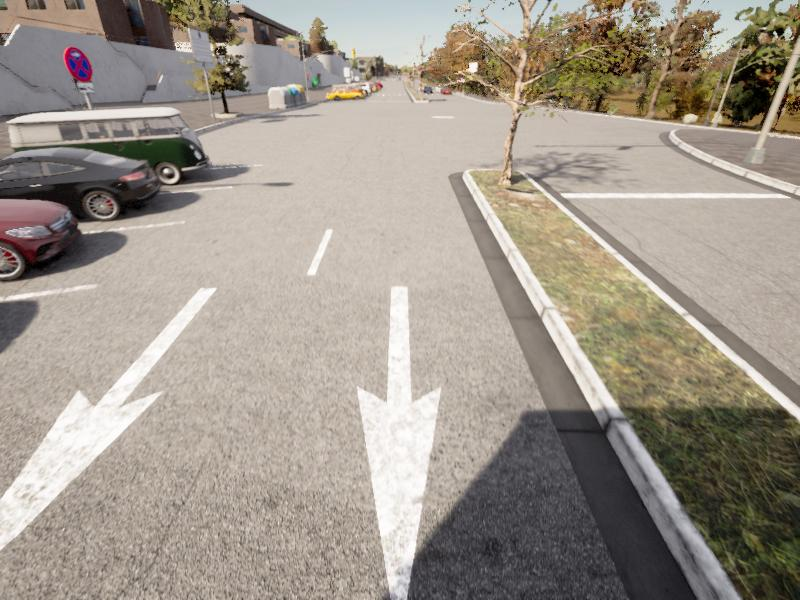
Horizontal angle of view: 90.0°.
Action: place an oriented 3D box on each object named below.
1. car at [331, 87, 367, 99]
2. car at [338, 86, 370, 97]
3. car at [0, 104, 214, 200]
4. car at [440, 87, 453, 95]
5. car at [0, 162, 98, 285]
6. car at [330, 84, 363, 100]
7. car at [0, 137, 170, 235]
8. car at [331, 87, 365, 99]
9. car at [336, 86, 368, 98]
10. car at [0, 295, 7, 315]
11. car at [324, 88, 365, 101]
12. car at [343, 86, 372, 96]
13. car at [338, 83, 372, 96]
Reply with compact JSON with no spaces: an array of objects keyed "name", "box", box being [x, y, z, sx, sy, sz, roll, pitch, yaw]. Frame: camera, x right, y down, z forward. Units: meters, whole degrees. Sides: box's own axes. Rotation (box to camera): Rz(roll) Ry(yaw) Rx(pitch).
[{"name":"car","box":[-8.246,-33.720,65.005,5.366,1.575,1.946,-11,31,-17]},{"name":"car","box":[-8.079,-36.641,70.284,5.008,1.535,2.097,-11,30,-17]},{"name":"car","box":[-7.961,-4.324,11.412,4.442,1.987,1.878,-11,32,-17]},{"name":"car","box":[8.819,-40.075,76.661,1.994,1.385,4.181,0,29,0]},{"name":"car","box":[-8.069,-1.062,6.371,4.674,1.452,2.002,-11,32,-17]},{"name":"car","box":[-7.966,-31.077,59.774,4.442,1.987,1.878,-11,30,-17]},{"name":"car","box":[-8.062,-2.565,8.937,4.674,1.452,2.002,-11,32,-17]},{"name":"car","box":[-8.098,-32.272,62.458,4.792,1.488,2.163,-11,31,-17]},{"name":"car","box":[-8.066,-35.194,67.672,4.892,1.521,2.231,-11,31,-17]},{"name":"car","box":[-7.893,0.372,3.834,5.366,1.575,1.946,-11,32,-17]},{"name":"car","box":[-7.899,-29.448,57.294,5.366,1.575,1.946,-11,30,-17]},{"name":"car","box":[-8.083,-39.521,75.508,4.892,1.521,2.231,-11,30,-17]},{"name":"car","box":[-8.102,-38.294,72.758,5.566,2.045,2.435,-11,31,-17]}]
